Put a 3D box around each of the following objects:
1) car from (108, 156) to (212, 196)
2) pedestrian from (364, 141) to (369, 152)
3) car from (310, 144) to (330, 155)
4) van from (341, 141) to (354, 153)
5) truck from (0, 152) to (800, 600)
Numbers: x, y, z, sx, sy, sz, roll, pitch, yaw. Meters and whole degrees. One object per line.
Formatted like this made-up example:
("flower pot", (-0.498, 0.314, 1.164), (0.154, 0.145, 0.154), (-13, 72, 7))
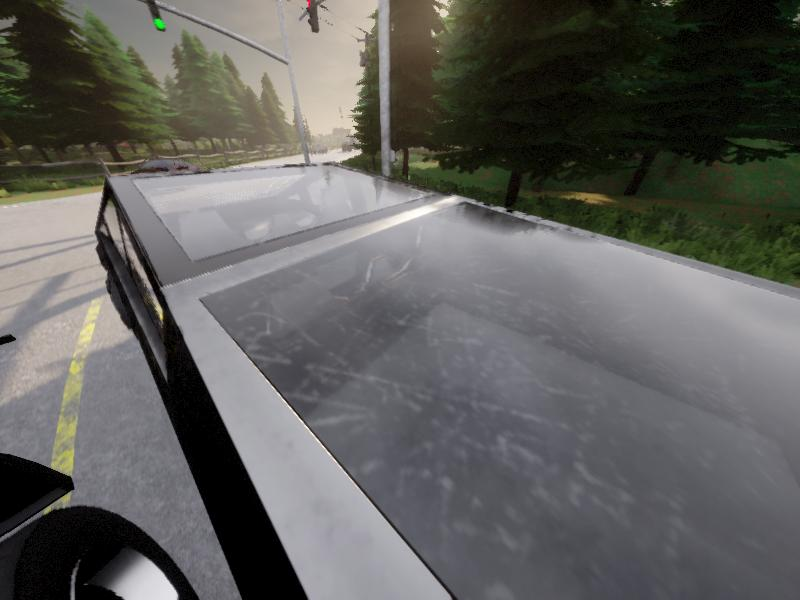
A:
("car", (-12.270, -6.721, 12.299), (1.994, 1.385, 4.181), (-8, 36, -12))
("pedestrian", (-7.011, -31.936, 48.121), (0.751, 1.860, 0.751), (3, 35, 3))
("car", (-14.761, -27.977, 42.868), (2.128, 1.511, 4.902), (0, 35, -2))
("van", (-11.438, -33.368, 50.307), (1.775, 1.987, 4.442), (0, 35, -1))
("truck", (-0.815, -0.013, 2.173), (6.274, 2.098, 2.390), (25, 42, 31))
